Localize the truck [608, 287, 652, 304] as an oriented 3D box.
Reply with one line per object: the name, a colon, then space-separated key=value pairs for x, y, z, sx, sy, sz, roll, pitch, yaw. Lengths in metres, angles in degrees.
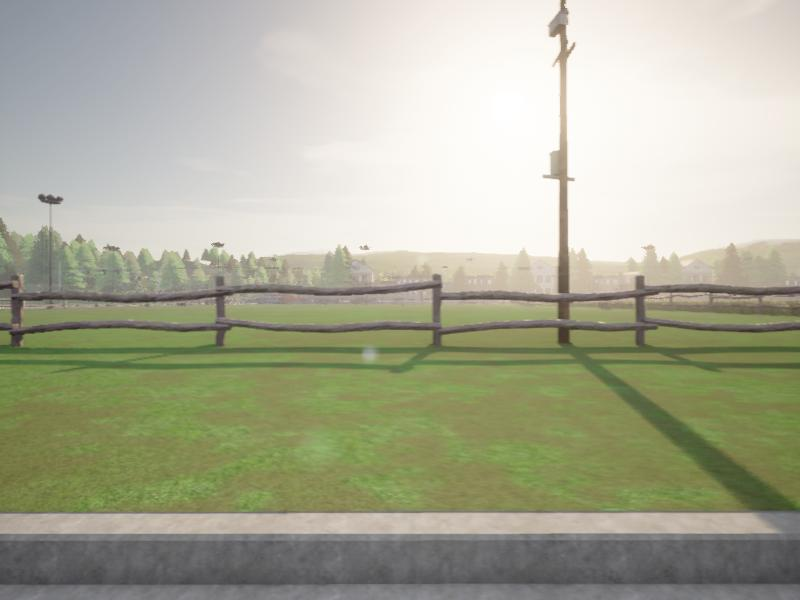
truck: x=52.730 y=-0.971 z=91.749 sx=8.468 sy=3.827 sz=2.891 roll=0 pitch=0 yaw=0

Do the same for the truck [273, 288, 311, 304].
truck: x=-25.723 y=-0.901 z=95.600 sx=8.468 sy=3.827 sz=2.891 roll=0 pitch=0 yaw=0

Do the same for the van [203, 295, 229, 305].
van: x=-39.178 y=0.009 z=85.151 sx=4.480 sy=2.038 sz=2.069 roll=0 pitch=0 yaw=-44

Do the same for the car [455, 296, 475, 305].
car: x=13.842 y=0.045 z=84.918 sx=3.866 sy=1.878 sz=1.905 roll=0 pitch=0 yaw=0

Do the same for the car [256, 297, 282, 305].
car: x=-27.823 y=0.249 z=85.103 sx=4.611 sy=1.667 sz=2.242 roll=0 pitch=0 yaw=0
